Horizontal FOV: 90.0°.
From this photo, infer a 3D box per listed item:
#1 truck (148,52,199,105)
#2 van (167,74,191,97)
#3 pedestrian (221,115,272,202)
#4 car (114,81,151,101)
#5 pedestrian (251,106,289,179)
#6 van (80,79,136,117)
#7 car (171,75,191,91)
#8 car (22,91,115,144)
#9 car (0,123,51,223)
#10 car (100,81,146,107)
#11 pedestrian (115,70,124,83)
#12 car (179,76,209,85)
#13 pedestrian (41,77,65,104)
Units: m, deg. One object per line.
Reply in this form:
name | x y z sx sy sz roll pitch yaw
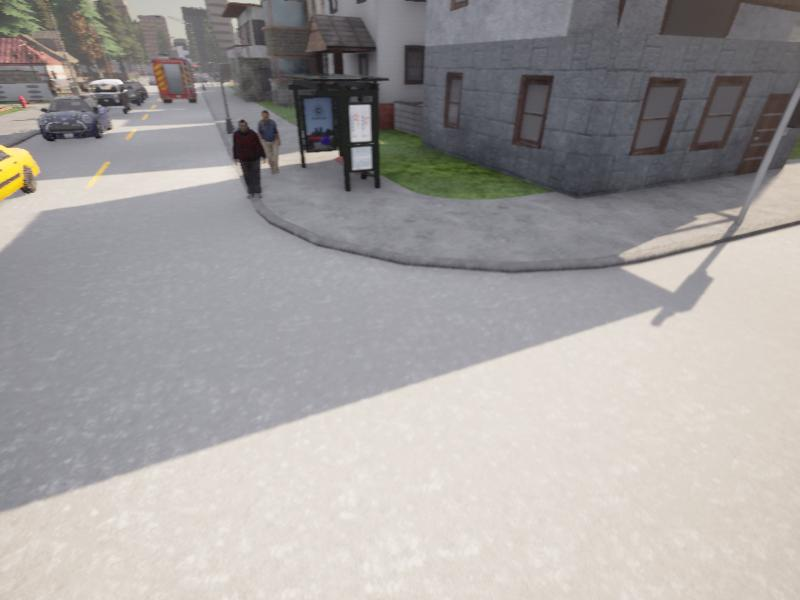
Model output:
truck | -20.723 -20.507 36.924 2.891 3.827 8.468 -12 33 -21
van | -24.359 -23.749 44.231 1.775 1.987 4.442 -13 33 -21
pedestrian | -3.660 -3.417 9.676 0.751 1.860 0.751 -4 31 -8
car | -25.821 -20.293 38.791 2.163 1.488 4.792 -13 33 -21
pedestrian | -3.798 -4.596 11.699 0.751 1.860 0.751 -10 32 -17
van | -19.962 -14.009 27.601 2.069 2.038 4.480 -13 32 -21
car | -29.770 -29.636 54.543 1.930 1.638 5.238 -12 33 -21
car | -15.260 -8.665 18.784 2.097 1.767 4.553 -12 33 -21
car | -10.073 -2.790 9.043 1.801 1.575 5.366 -12 33 -21
car | -23.005 -17.239 33.430 2.242 1.667 4.611 -12 33 -21
pedestrian | -47.185 -37.603 67.372 0.751 1.860 0.751 -18 35 -28
car | -37.716 -40.331 73.376 1.994 1.385 4.181 25 38 35
pedestrian | -28.358 -17.144 32.726 0.751 1.860 0.751 -9 32 -16
